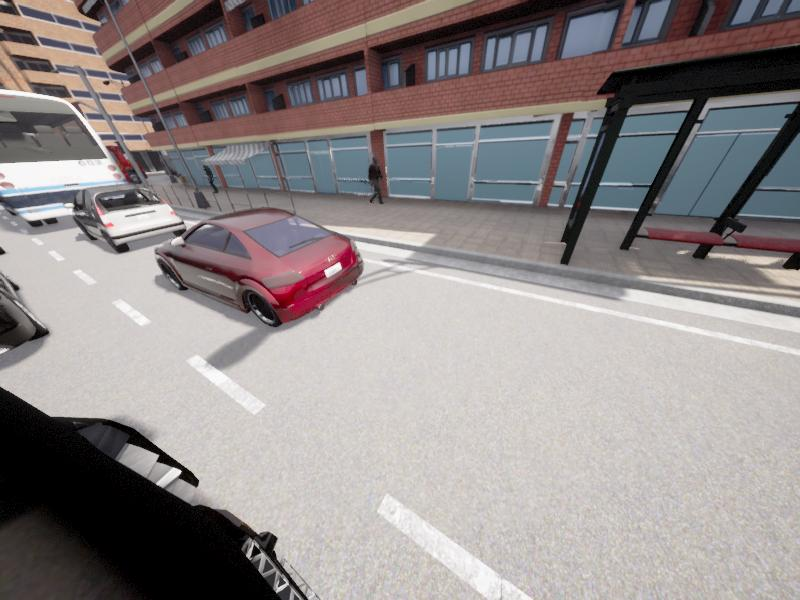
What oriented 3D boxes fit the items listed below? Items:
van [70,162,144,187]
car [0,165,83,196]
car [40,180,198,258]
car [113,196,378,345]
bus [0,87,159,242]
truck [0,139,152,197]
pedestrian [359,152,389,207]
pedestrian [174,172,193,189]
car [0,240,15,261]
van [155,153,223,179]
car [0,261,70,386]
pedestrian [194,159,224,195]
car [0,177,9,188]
[{"bbox_3d":[-32.433,-14.027,25.773,1.775,1.987,4.442,16,38,26],"label":"van"},{"bbox_3d":[-36.830,-12.024,23.042,2.150,2.045,5.566,4,34,12],"label":"car"},{"bbox_3d":[-8.838,-2.760,7.331,3.988,1.617,1.851,16,38,26],"label":"car"},{"bbox_3d":[-2.783,-0.951,4.356,4.181,1.385,1.994,15,37,25],"label":"car"},{"bbox_3d":[-16.819,-6.037,10.489,10.273,4.253,3.944,16,38,26],"label":"bus"},{"bbox_3d":[-29.493,-12.711,21.901,2.891,3.827,8.468,-6,34,-5],"label":"truck"},{"bbox_3d":[-1.006,-4.830,9.295,0.751,1.860,0.751,16,38,26],"label":"pedestrian"},{"bbox_3d":[-16.599,-9.141,17.708,0.500,1.100,0.500,18,39,28],"label":"pedestrian"},{"bbox_3d":[-13.676,-1.925,6.389,4.611,1.667,2.242,16,38,26],"label":"car"},{"bbox_3d":[-28.276,-18.257,31.319,1.988,2.561,5.915,16,38,26],"label":"van"},{"bbox_3d":[-7.292,-0.095,3.167,5.238,1.638,1.930,16,38,26],"label":"car"},{"bbox_3d":[-11.846,-7.651,14.379,0.751,1.860,0.751,-25,40,-30],"label":"pedestrian"},{"bbox_3d":[-54.001,-15.637,30.185,4.856,1.649,2.033,15,38,25],"label":"car"}]
